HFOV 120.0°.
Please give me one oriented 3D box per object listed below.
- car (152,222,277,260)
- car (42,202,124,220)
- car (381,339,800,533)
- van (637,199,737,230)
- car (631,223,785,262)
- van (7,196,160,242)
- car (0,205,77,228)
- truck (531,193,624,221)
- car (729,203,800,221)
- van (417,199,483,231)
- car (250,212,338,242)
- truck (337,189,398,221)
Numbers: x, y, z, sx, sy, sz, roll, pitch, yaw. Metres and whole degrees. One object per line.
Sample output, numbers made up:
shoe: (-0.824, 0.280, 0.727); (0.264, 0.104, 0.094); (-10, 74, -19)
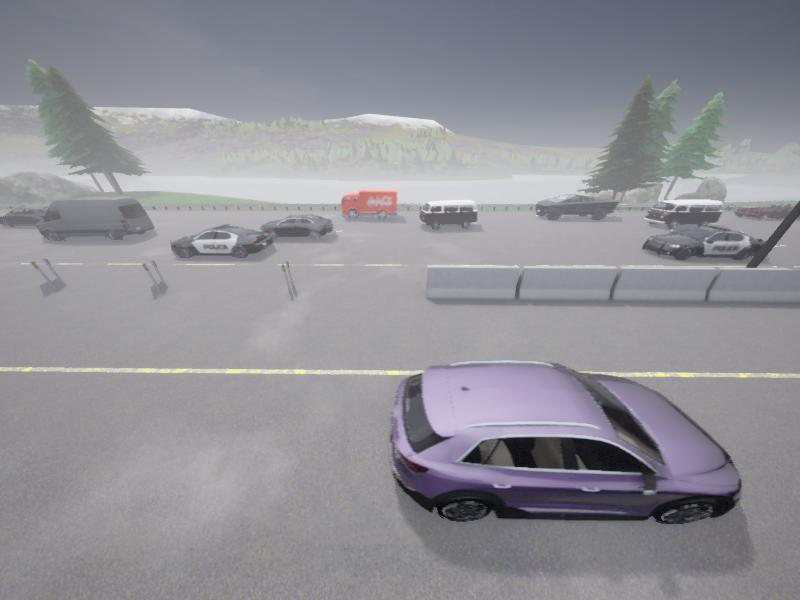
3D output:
car: (-9.997, -3.338, 12.860); (4.974, 1.542, 2.038); (0, 30, 0)
car: (-30.275, -8.598, 22.193); (4.718, 1.301, 1.895); (0, 30, 1)
car: (2.245, 1.934, 3.628); (4.856, 1.649, 2.033); (0, 30, 1)
van: (22.676, -6.890, 18.499); (4.480, 2.038, 2.069); (0, 30, 0)
car: (16.416, -3.200, 12.621); (4.974, 1.542, 2.038); (0, 30, 0)
van: (-20.810, -5.505, 15.604); (5.915, 2.561, 1.988); (-2, 30, -3)
car: (-30.417, -6.925, 19.117); (4.193, 1.474, 1.816); (0, 30, 1)
truck: (16.219, -8.699, 21.573); (6.274, 2.098, 2.390); (0, 30, 1)
car: (34.781, -8.260, 21.616); (4.718, 1.301, 1.895); (0, 30, 0)
van: (3.835, -6.806, 18.356); (4.480, 2.038, 2.069); (-4, 30, -7)
car: (-7.040, -5.066, 15.868); (4.902, 1.511, 2.128); (0, 30, 1)
truck: (-2.817, -8.958, 21.654); (5.204, 2.467, 2.627); (0, 30, 0)
